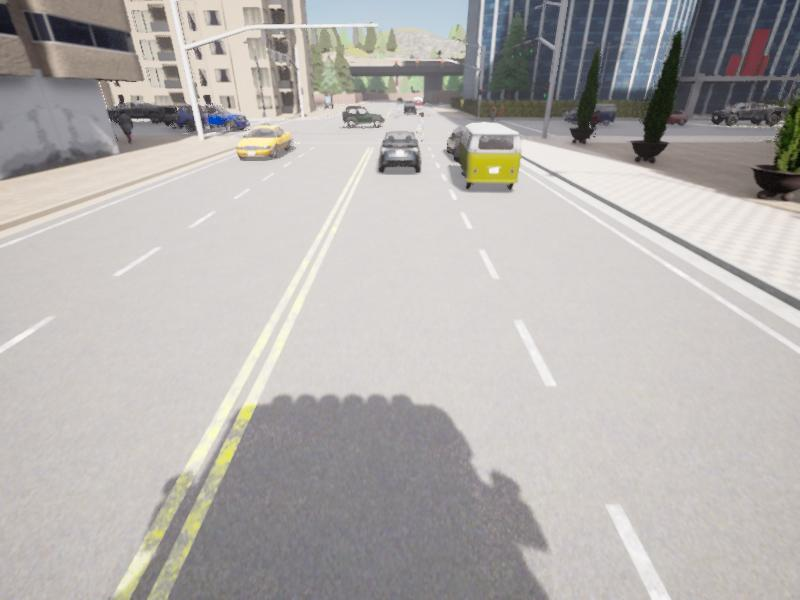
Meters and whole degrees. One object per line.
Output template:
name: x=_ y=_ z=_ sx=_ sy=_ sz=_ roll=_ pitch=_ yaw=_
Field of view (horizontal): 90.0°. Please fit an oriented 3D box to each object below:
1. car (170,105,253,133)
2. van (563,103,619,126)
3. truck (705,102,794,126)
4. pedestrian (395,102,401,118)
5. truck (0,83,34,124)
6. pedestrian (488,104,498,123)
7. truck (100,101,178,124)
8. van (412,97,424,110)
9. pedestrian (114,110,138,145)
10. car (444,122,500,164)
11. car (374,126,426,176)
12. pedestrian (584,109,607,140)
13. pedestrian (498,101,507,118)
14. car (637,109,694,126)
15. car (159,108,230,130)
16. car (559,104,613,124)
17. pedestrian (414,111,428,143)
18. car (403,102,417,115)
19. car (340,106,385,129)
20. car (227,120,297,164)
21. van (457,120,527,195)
car: x=-15.551 y=-15.110 z=33.336 sx=5.566 sy=2.045 sz=2.150 roll=0 pitch=28 yaw=-1
van: x=18.971 y=-18.473 z=39.865 sx=4.442 sy=1.987 sz=1.775 roll=0 pitch=28 yaw=0
truck: x=34.784 y=-18.600 z=39.989 sx=6.274 sy=2.098 sz=2.390 roll=0 pitch=28 yaw=-1
pedestrian: x=-0.211 y=-23.911 z=50.391 sx=0.751 sy=1.860 sz=0.751 roll=1 pitch=28 yaw=1
truck: x=-44.627 y=-20.632 z=42.012 sx=8.468 sy=3.827 sz=2.891 roll=0 pitch=28 yaw=0
pedestrian: x=10.096 y=-20.224 z=43.310 sx=0.751 sy=1.860 sz=0.751 roll=2 pitch=28 yaw=3
truck: x=-27.522 y=-19.890 z=42.457 sx=6.274 sy=2.098 sz=2.390 roll=0 pitch=28 yaw=-1
van: x=3.487 y=-38.210 z=77.718 sx=2.069 sy=2.038 sz=4.480 roll=0 pitch=28 yaw=0
pedestrian: x=-16.620 y=-10.496 z=24.293 sx=0.751 sy=1.860 sz=0.751 roll=-15 pitch=31 yaw=-27
car: x=3.497 y=-8.067 z=20.374 sx=2.007 sy=1.525 sz=4.514 roll=0 pitch=28 yaw=0
car: x=-0.003 y=-6.693 z=17.735 sx=2.007 sy=1.525 sz=4.514 roll=0 pitch=27 yaw=0
pedestrian: x=12.853 y=-11.576 z=26.370 sx=0.751 sy=1.860 sz=0.751 roll=-1 pitch=28 yaw=-3
pedestrian: x=12.607 y=-23.561 z=49.391 sx=0.751 sy=1.860 sz=0.751 roll=0 pitch=28 yaw=0
car: x=26.456 y=-18.281 z=40.050 sx=4.193 sy=1.474 sz=1.816 roll=0 pitch=28 yaw=-1
car: x=-18.661 y=-16.529 z=36.498 sx=5.238 sy=1.638 sz=1.930 roll=0 pitch=28 yaw=0
car: x=19.956 y=-20.047 z=43.004 sx=4.605 sy=1.855 sz=1.932 roll=0 pitch=28 yaw=-1
pedestrian: x=1.368 y=-11.409 z=26.383 sx=0.751 sy=1.860 sz=0.751 roll=-2 pitch=28 yaw=-3
car: x=1.442 y=-29.088 z=60.625 sx=1.930 sy=1.638 sz=5.238 roll=0 pitch=28 yaw=0
car: x=-3.325 y=-16.711 z=36.580 sx=3.866 sy=1.878 sz=1.905 roll=0 pitch=28 yaw=0
car: x=-6.996 y=-8.400 z=20.953 sx=1.801 sy=1.575 sz=5.366 roll=0 pitch=27 yaw=-1
van: x=3.176 y=-5.409 z=14.770 sx=1.775 sy=1.987 sz=4.442 roll=2 pitch=28 yaw=3
